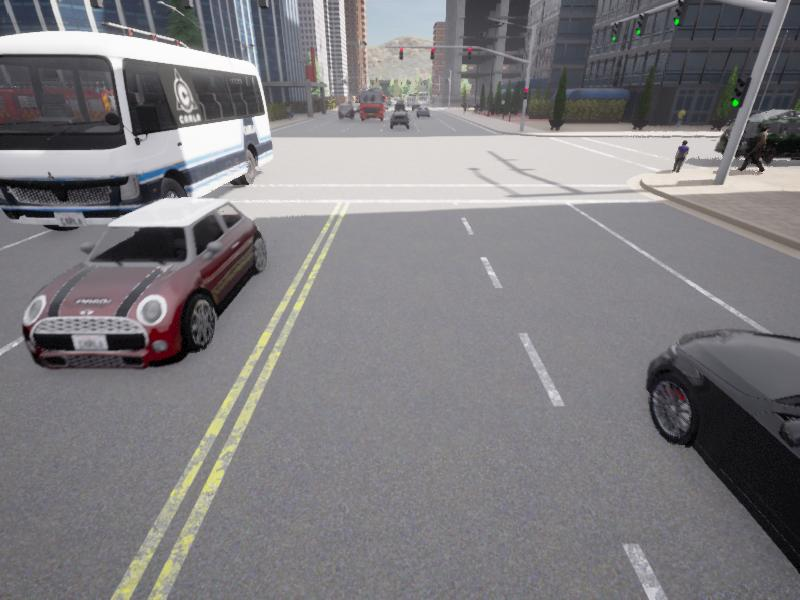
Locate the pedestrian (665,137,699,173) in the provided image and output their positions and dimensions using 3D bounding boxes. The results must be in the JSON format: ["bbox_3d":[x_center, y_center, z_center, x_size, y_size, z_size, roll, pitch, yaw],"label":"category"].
[{"bbox_3d":[11.544,-5.957,16.421,0.751,1.300,0.751,13,30,24],"label":"pedestrian"}]

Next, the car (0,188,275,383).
[{"bbox_3d":[-3.509,-0.548,6.075,1.970,1.475,3.806,0,27,0],"label":"car"}]

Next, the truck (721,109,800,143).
[{"bbox_3d":[27.446,-12.520,28.721,6.274,2.098,2.390,0,27,1],"label":"truck"}]

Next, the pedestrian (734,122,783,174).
[{"bbox_3d":[14.403,-6.106,16.098,0.751,1.860,0.751,-17,32,-30],"label":"pedestrian"}]

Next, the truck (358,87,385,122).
[{"bbox_3d":[-3.516,-25.426,51.976,2.891,3.827,8.468,0,27,0],"label":"truck"}]

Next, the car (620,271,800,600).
[{"bbox_3d":[3.491,1.413,2.289,1.812,1.442,4.674,0,27,0],"label":"car"}]

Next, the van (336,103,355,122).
[{"bbox_3d":[-7.010,-24.459,52.110,1.775,1.987,4.442,0,27,0],"label":"van"}]

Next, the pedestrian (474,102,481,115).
[{"bbox_3d":[12.180,-30.068,62.788,0.751,1.860,0.751,-1,27,-2],"label":"pedestrian"}]

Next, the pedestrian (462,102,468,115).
[{"bbox_3d":[10.064,-29.646,61.964,0.751,1.860,0.751,-3,27,-5],"label":"pedestrian"}]

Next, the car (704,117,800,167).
[{"bbox_3d":[18.689,-7.741,19.470,5.566,2.045,2.150,0,27,1],"label":"car"}]

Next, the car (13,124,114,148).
[{"bbox_3d":[-21.926,-10.792,26.232,4.718,1.301,1.895,0,27,1],"label":"car"}]

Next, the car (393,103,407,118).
[{"bbox_3d":[-0.008,-28.461,60.010,1.905,1.878,3.866,0,27,0],"label":"car"}]

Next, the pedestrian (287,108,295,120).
[{"bbox_3d":[-13.942,-23.876,51.335,0.751,1.300,0.751,-4,27,-7],"label":"pedestrian"}]

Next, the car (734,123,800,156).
[{"bbox_3d":[22.469,-9.095,22.666,4.974,1.542,2.038,0,27,0],"label":"car"}]

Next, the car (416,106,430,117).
[{"bbox_3d":[3.490,-28.876,61.272,1.970,1.475,3.806,0,27,0],"label":"car"}]

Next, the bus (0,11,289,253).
[{"bbox_3d":[-6.889,-5.235,12.167,3.944,4.253,10.273,0,27,0],"label":"bus"}]

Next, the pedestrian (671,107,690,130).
[{"bbox_3d":[25.116,-16.260,35.856,0.751,1.860,0.751,-24,36,-39],"label":"pedestrian"}]

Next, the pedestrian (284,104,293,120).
[{"bbox_3d":[-13.971,-23.589,50.163,0.751,1.860,0.751,-6,28,-11],"label":"pedestrian"}]

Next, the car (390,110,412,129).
[{"bbox_3d":[0.161,-18.836,41.694,1.837,1.490,4.892,2,28,6],"label":"car"}]

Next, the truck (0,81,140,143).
[{"bbox_3d":[-24.329,-13.530,28.794,8.468,3.827,2.891,0,27,1],"label":"truck"}]
